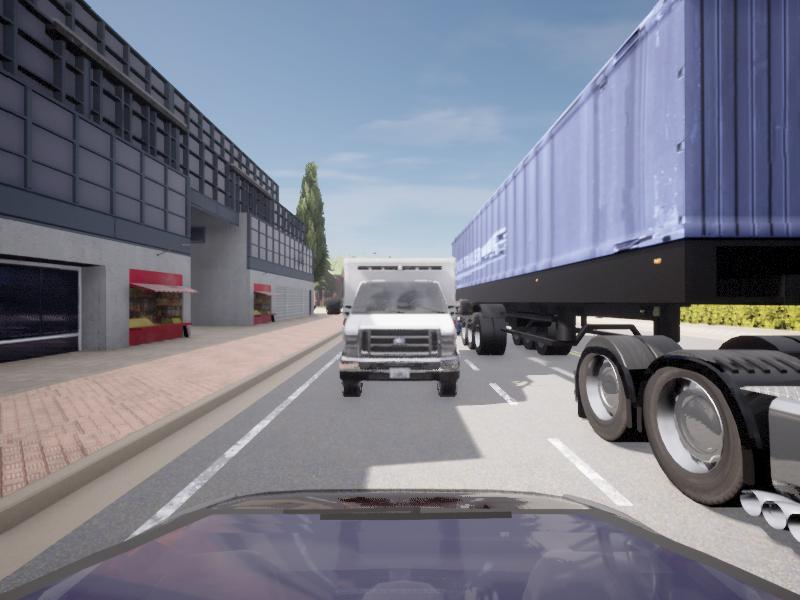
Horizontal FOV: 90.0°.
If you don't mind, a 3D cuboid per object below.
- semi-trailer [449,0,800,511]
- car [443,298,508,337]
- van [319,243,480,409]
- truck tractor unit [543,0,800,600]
[{"bbox_3d":[3.492,-0.617,10.158,2.717,4.402,14.254,0,0,0],"label":"semi-trailer"},{"bbox_3d":[3.478,0.762,19.435,2.242,1.667,4.611,0,0,0],"label":"car"},{"bbox_3d":[-0.007,0.378,9.041,2.351,2.431,6.366,0,0,0],"label":"van"},{"bbox_3d":[3.498,-0.515,2.245,3.053,4.208,6.516,0,0,0],"label":"truck tractor unit"}]
